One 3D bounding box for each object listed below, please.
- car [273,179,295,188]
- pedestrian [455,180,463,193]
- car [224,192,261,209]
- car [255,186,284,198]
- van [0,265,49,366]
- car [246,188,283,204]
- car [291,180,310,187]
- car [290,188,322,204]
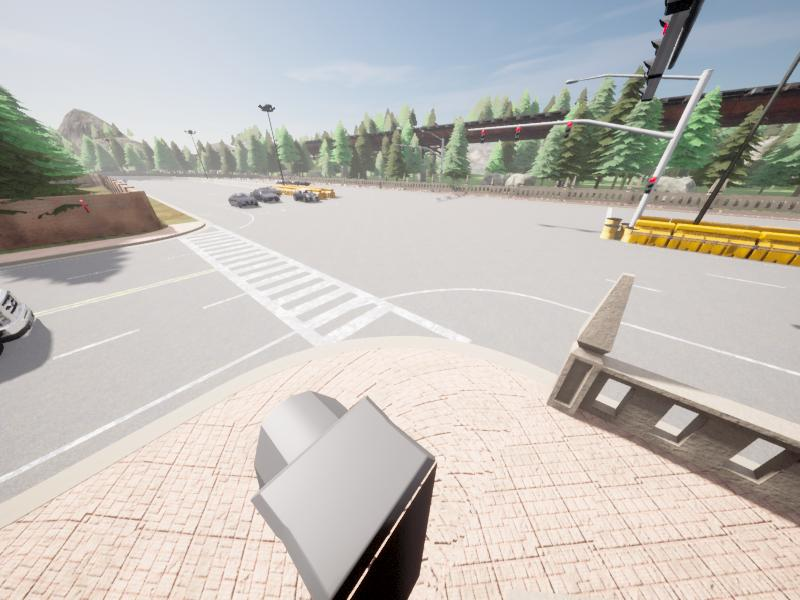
[{"bbox_3d":[-26.413,-26.573,52.520,4.902,1.511,2.128,23,37,34],"label":"car"},{"bbox_3d":[10.001,-19.298,39.218,0.751,1.860,0.751,24,38,35],"label":"pedestrian"},{"bbox_3d":[-18.176,-11.550,26.643,4.181,1.385,1.994,23,37,34],"label":"car"},{"bbox_3d":[-20.134,-16.739,35.629,4.181,1.385,1.994,20,36,31],"label":"car"},{"bbox_3d":[-11.872,1.095,3.681,2.351,2.431,6.366,23,37,34],"label":"van"},{"bbox_3d":[-17.896,-13.735,30.402,5.357,1.411,2.033,23,37,34],"label":"car"},{"bbox_3d":[-23.303,-27.456,54.266,4.718,1.301,1.895,23,37,34],"label":"car"},{"bbox_3d":[-12.344,-13.712,30.279,3.806,1.475,1.970,23,37,34],"label":"car"}]
